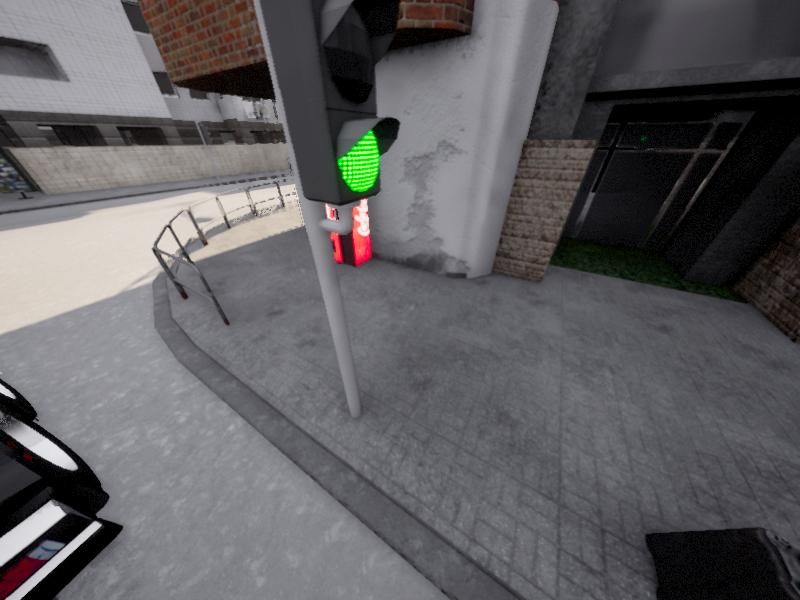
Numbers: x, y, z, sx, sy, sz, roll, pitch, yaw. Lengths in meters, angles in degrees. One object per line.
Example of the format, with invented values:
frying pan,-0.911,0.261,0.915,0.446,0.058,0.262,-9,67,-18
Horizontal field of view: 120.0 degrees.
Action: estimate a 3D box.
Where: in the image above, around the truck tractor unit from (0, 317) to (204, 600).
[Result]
truck tractor unit,-5.198,-0.202,0.653,6.516,4.208,3.053,14,37,20
